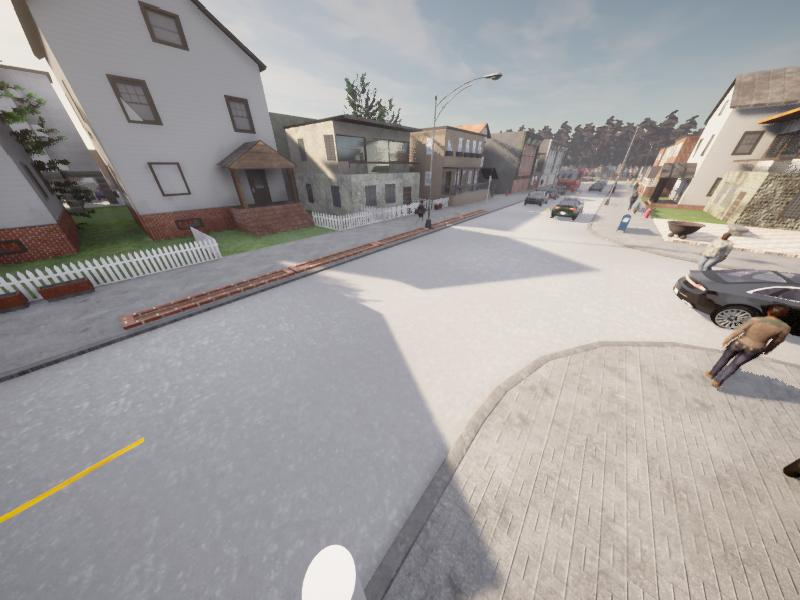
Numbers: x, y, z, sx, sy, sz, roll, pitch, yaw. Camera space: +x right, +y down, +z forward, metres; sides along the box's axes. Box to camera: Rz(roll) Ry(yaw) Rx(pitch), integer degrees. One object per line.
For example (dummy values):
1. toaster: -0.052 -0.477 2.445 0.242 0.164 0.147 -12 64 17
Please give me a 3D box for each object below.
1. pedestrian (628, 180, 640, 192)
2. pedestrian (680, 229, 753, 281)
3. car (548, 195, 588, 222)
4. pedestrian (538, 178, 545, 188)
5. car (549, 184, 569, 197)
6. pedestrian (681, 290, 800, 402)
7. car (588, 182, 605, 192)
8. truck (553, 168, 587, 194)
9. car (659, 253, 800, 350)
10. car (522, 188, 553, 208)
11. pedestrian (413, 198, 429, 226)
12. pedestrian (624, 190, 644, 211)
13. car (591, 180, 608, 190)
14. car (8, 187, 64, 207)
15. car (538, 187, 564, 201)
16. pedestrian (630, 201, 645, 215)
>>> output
1. pedestrian: 42.082 -20.589 41.550 0.751 1.860 0.751 20 36 31
2. pedestrian: 12.393 -1.755 9.137 0.751 1.860 0.751 -2 30 -4
3. car: 15.553 -8.556 21.299 2.038 1.542 4.974 23 37 34
4. pedestrian: 29.283 -24.188 47.784 0.751 1.860 0.751 21 36 31
5. car: 25.445 -17.570 36.884 1.789 1.549 3.705 23 37 34
6. pedestrian: 6.523 0.876 4.374 0.751 1.860 0.751 -18 35 -29
7. car: 36.920 -21.206 43.367 1.994 1.385 4.181 23 37 34
8. truck: 30.934 -21.820 41.976 2.891 3.827 8.468 23 37 34
9. car: 10.870 0.225 6.104 4.902 1.511 2.128 20 36 31
10. car: 16.653 -12.450 27.928 1.930 1.638 5.238 22 37 33
11. pedestrian: 1.554 -6.584 17.293 0.751 1.860 0.751 23 37 34
12. pedestrian: 23.718 -10.139 23.450 0.751 1.860 0.751 -26 39 -38
13. car: 41.990 -24.236 48.589 2.033 1.411 5.357 23 37 34
14. car: -43.673 -12.532 27.911 2.242 1.667 4.611 -23 37 -34
15. car: 21.579 -15.203 32.970 1.994 1.385 4.181 23 37 34
16. pedestrian: 21.847 -8.442 21.254 0.500 1.100 0.500 -16 34 -25
